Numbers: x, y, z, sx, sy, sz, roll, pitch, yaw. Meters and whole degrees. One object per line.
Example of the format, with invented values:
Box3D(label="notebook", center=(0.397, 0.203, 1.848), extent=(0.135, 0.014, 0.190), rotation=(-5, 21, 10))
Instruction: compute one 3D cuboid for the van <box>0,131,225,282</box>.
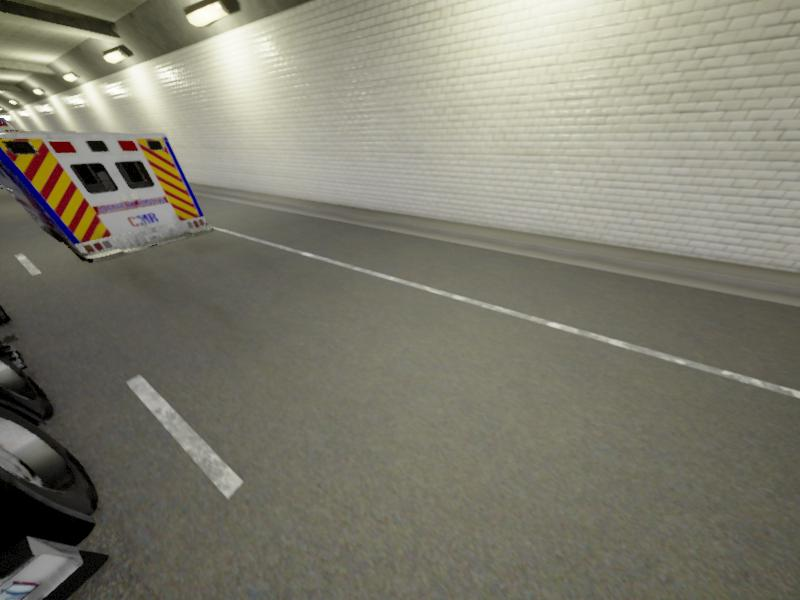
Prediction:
Box3D(label="van", center=(-8.102, -2.837, 6.051), extent=(6.366, 2.431, 2.351), rotation=(18, 39, 24))

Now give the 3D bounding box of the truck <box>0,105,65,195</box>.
Box3D(label="truck", center=(-24.581, -8.764, 13.523), extent=(8.468, 3.827, 2.891), rotation=(18, 39, 24))

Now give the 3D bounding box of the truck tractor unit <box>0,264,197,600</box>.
Box3D(label="truck tractor unit", center=(-5.119, -0.291, 0.783), extent=(6.516, 4.208, 3.053), rotation=(18, 39, 24))
